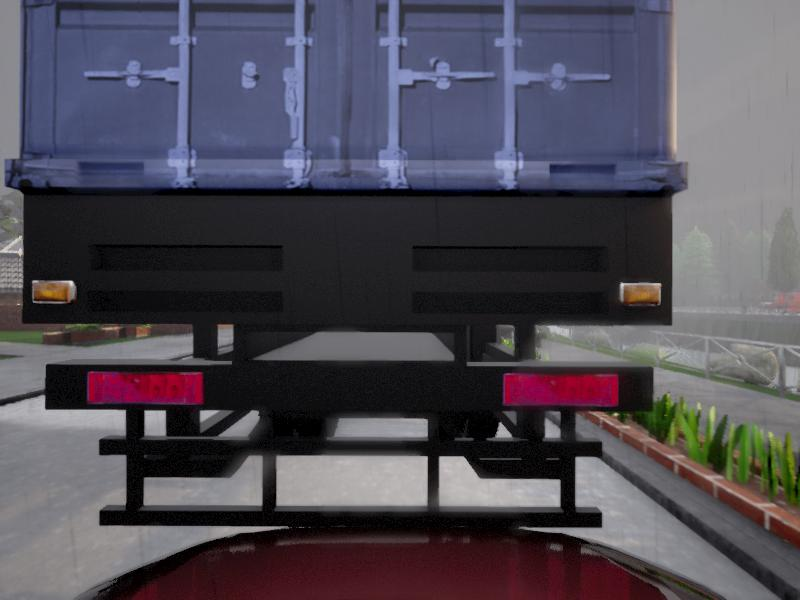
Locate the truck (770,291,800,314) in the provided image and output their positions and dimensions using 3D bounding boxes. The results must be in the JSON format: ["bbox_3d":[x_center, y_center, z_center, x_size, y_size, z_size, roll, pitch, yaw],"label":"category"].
[{"bbox_3d":[65.406,0.415,64.842,2.891,3.827,8.468,0,0,0],"label":"truck"}]

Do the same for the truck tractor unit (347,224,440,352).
[{"bbox_3d":[-0.173,-0.409,16.458,3.053,4.208,6.516,0,0,1],"label":"truck tractor unit"}]

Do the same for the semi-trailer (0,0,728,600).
[{"bbox_3d":[-0.198,-0.564,8.548,2.717,4.402,14.254,0,-1,0],"label":"semi-trailer"}]
